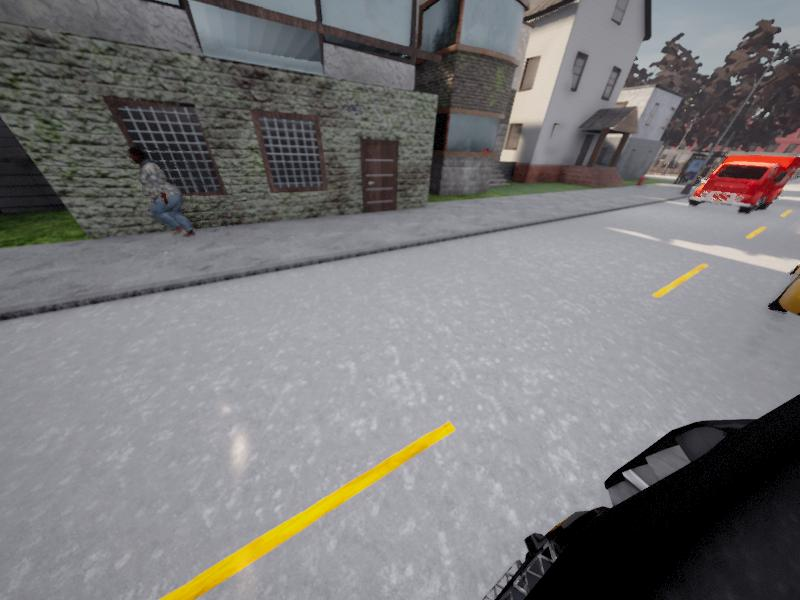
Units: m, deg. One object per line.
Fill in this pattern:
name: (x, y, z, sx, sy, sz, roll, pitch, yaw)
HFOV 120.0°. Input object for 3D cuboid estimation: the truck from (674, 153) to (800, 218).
truck: (17.920, -6.121, 12.084, 5.204, 2.467, 2.627, -16, 38, -25)

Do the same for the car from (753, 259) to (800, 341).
car: (8.328, -0.410, 3.702, 5.008, 1.535, 1.882, -16, 38, -26)

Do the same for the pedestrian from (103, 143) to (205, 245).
pedestrian: (-5.164, -2.283, 5.046, 0.751, 1.860, 0.751, -16, 38, -26)

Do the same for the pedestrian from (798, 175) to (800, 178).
pedestrian: (76.229, -23.915, 43.317, 0.751, 1.860, 0.751, -14, 37, -23)

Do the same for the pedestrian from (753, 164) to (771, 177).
pedestrian: (60.466, -21.630, 38.608, 0.751, 1.860, 0.751, -16, 38, -25)
